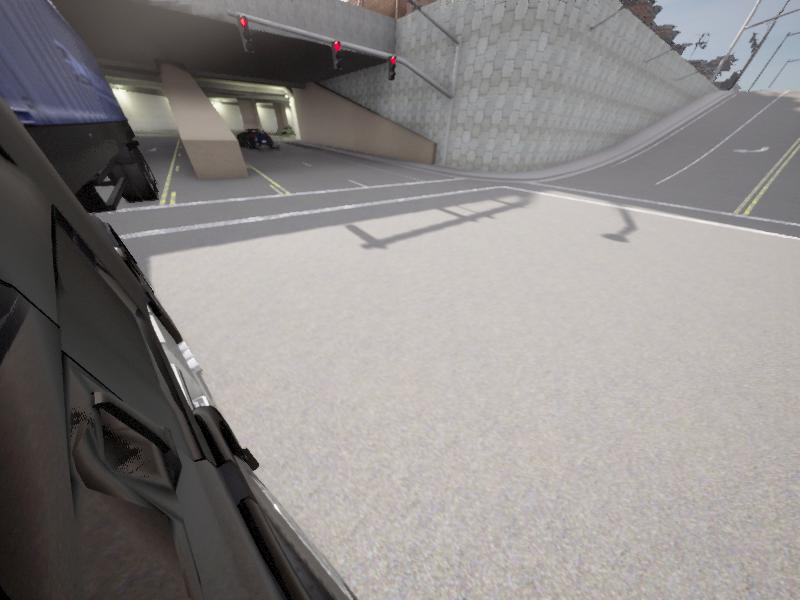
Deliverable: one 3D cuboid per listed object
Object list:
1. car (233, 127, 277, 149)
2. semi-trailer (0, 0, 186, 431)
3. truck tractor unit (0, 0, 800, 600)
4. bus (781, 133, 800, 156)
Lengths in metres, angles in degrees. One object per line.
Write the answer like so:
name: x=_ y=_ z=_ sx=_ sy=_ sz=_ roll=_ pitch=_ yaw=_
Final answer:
car: x=-15.541 y=-17.314 z=24.690 sx=2.152 sy=1.651 sz=5.027 roll=-29 pitch=47 yaw=-36
semi-trailer: x=-7.981 y=-4.002 z=4.838 sx=2.717 sy=4.402 sz=14.254 roll=-25 pitch=45 yaw=-32
truck tractor unit: x=-2.645 y=-0.295 z=0.351 sx=6.516 sy=4.208 sz=3.053 roll=28 pitch=44 yaw=30
bus: x=30.544 y=-12.841 z=14.469 sx=10.273 sy=4.253 sz=3.944 roll=-32 pitch=47 yaw=-19
